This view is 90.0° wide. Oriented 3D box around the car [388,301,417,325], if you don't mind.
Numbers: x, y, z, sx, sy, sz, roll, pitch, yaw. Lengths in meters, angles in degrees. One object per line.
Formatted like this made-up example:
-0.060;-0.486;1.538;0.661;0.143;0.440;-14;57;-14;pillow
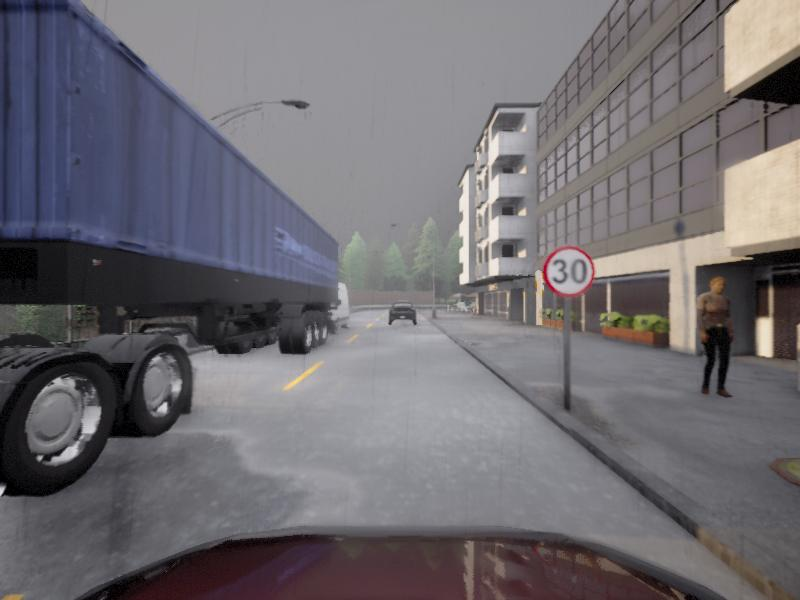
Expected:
0.188;0.854;28.106;1.837;1.490;4.892;0;0;0;car

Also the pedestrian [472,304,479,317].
6.860;0.950;36.321;0.500;1.100;0.500;0;0;1;pedestrian

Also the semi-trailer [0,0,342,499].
-3.956;-0.613;10.334;2.717;4.402;14.254;0;0;0;semi-trailer

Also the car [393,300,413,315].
0.327;0.796;44.898;2.152;1.651;5.027;0;0;0;car

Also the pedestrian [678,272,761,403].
4.872;0.535;6.161;0.751;1.860;0.751;0;0;14;pedestrian

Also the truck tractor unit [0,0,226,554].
-4.021;-0.523;2.423;3.053;4.208;6.516;0;0;0;truck tractor unit

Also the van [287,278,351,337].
-3.870;0.333;20.299;1.988;2.561;5.915;0;0;0;van
